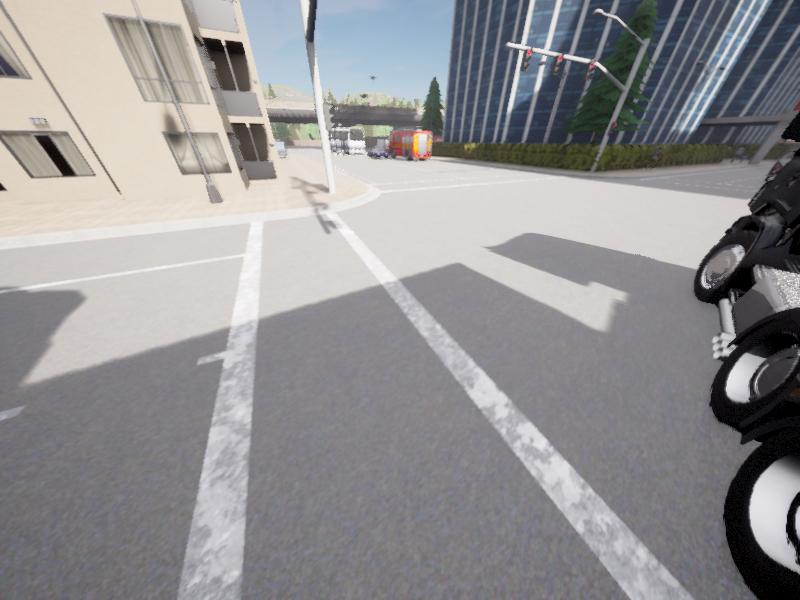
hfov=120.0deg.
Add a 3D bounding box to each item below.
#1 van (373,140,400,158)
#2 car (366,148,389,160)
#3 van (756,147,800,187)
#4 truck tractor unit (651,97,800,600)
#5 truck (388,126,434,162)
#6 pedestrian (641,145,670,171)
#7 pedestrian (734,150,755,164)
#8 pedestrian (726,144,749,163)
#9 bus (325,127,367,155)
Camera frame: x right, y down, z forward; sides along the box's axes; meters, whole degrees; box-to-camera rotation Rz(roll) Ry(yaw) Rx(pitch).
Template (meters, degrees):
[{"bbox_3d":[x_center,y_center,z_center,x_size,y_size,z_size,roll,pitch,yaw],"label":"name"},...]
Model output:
[{"bbox_3d":[-2.434,-26.341,40.111,2.351,2.431,6.366,-14,37,-20],"label":"van"},{"bbox_3d":[-3.527,-22.461,35.476,1.895,1.301,4.718,-14,37,-20],"label":"car"},{"bbox_3d":[26.643,-8.885,15.290,4.442,1.987,1.775,-15,37,-21],"label":"van"},{"bbox_3d":[4.802,-0.530,1.115,3.053,4.208,6.516,30,45,35],"label":"truck tractor unit"},{"bbox_3d":[1.261,-22.345,33.096,2.891,3.827,8.468,-15,37,-20],"label":"truck"},{"bbox_3d":[22.349,-12.437,20.225,0.751,1.860,0.751,-14,37,-20],"label":"pedestrian"},{"bbox_3d":[40.560,-16.846,27.184,0.751,1.300,0.751,-16,38,-22],"label":"pedestrian"},{"bbox_3d":[40.172,-17.402,27.495,0.751,1.860,0.751,-24,41,-31],"label":"pedestrian"},{"bbox_3d":[-10.881,-31.628,46.097,3.944,4.253,10.273,-20,40,-29],"label":"bus"}]
